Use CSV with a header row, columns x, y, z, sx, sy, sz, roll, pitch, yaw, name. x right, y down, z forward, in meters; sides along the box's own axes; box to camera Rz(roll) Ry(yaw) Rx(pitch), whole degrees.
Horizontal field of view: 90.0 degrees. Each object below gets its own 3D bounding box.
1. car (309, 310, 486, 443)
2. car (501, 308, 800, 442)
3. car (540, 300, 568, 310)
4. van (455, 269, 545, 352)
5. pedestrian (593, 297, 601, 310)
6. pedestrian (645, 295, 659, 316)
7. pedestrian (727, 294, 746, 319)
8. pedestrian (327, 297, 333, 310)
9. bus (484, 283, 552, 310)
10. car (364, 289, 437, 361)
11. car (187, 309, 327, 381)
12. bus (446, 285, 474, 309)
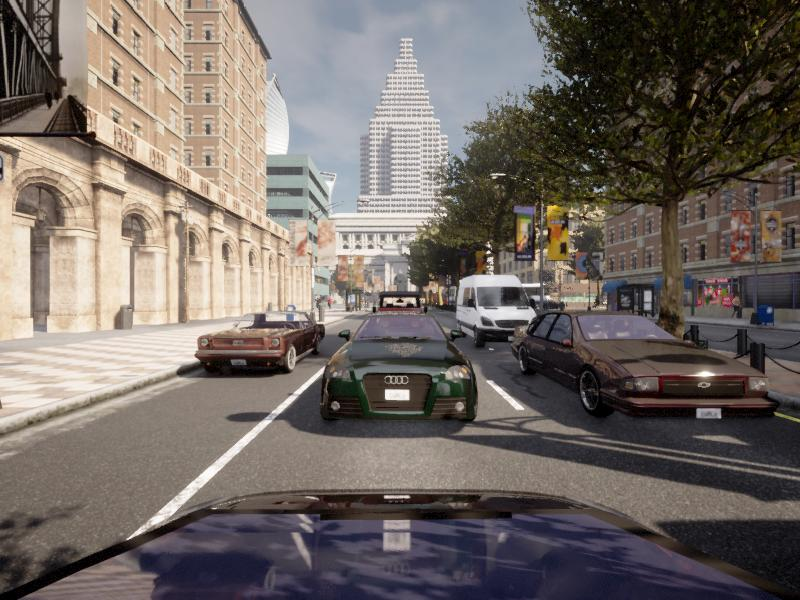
x,y,z,sx,sy,sz,roll,pitch,yaw,name
0.010,0.908,6.581,1.994,1.385,4.181,0,0,1,car
3.501,0.895,7.189,2.033,1.411,5.357,0,0,0,car
23.819,0.829,61.770,3.633,1.501,1.845,0,0,-19,car
3.503,0.323,15.361,1.988,2.561,5.915,0,0,0,van
26.908,0.486,54.550,0.751,1.860,0.751,0,0,4,pedestrian
21.920,0.486,34.824,0.751,1.860,0.751,0,0,2,pedestrian
25.001,0.486,29.711,0.751,1.860,0.751,0,0,0,pedestrian
-9.920,0.486,56.341,0.751,1.860,0.751,0,0,-2,pedestrian
19.716,-0.537,67.554,10.273,4.253,3.944,0,0,38,bus
0.002,0.646,12.323,1.905,1.878,3.866,0,0,0,car
-3.246,0.939,10.223,1.895,1.301,4.718,0,0,0,car
11.402,-0.537,77.690,3.944,4.253,10.273,0,0,0,bus
